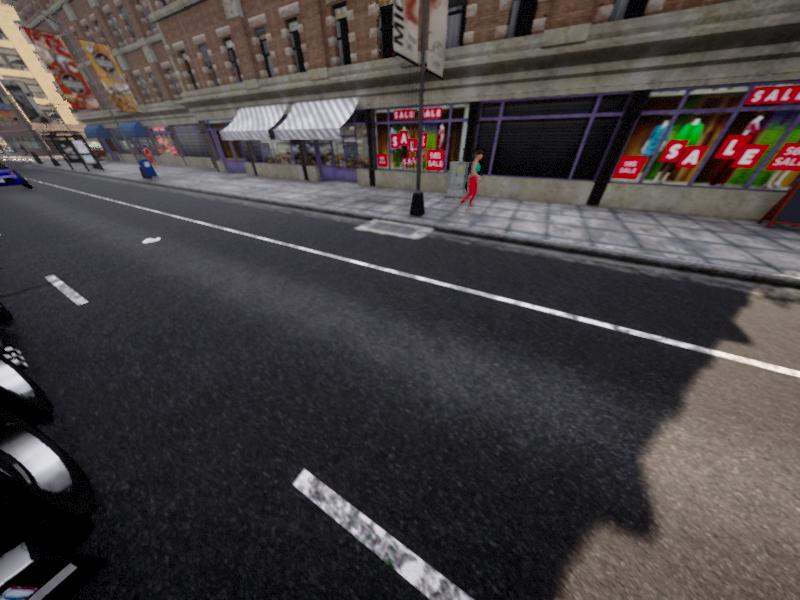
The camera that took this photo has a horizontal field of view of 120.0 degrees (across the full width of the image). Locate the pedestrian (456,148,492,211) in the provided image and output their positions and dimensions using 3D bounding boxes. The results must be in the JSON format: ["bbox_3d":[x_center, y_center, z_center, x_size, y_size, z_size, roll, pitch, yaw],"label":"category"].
[{"bbox_3d":[2.595,-4.251,8.160,0.751,1.860,0.751,16,38,23],"label":"pedestrian"}]

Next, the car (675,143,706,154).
[{"bbox_3d":[52.149,-27.340,41.589,1.851,1.617,3.988,17,38,23],"label":"car"}]

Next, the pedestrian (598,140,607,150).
[{"bbox_3d":[46.467,-35.685,53.035,0.751,1.860,0.751,15,38,21],"label":"pedestrian"}]

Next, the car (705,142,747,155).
[{"bbox_3d":[54.184,-25.322,38.574,1.930,1.638,5.238,17,38,23],"label":"car"}]

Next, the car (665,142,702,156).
[{"bbox_3d":[45.328,-24.364,37.129,2.097,1.767,4.553,17,38,23],"label":"car"}]

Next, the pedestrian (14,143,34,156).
[{"bbox_3d":[-66.245,-26.511,40.695,0.751,1.860,0.751,6,35,9],"label":"pedestrian"}]

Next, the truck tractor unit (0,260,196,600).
[{"bbox_3d":[-5.102,-0.310,0.788,6.516,4.208,3.053,19,39,24],"label":"truck tractor unit"}]

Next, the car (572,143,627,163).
[{"bbox_3d":[23.546,-17.606,27.575,4.553,1.767,2.097,19,39,25],"label":"car"}]

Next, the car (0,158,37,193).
[{"bbox_3d":[-23.476,-7.179,13.215,4.193,1.474,1.816,17,38,23],"label":"car"}]

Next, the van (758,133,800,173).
[{"bbox_3d":[33.445,-11.906,18.649,1.988,2.561,5.915,17,38,23],"label":"van"}]

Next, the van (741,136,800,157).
[{"bbox_3d":[55.689,-23.017,34.552,2.351,2.431,6.366,17,38,23],"label":"van"}]

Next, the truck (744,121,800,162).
[{"bbox_3d":[47.470,-19.001,27.622,2.891,3.827,8.468,17,38,23],"label":"truck"}]

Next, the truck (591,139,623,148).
[{"bbox_3d":[61.405,-46.629,68.756,2.390,2.098,6.274,-23,41,-29],"label":"truck"}]

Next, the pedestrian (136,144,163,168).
[{"bbox_3d":[-23.152,-13.285,21.347,0.751,1.860,0.751,14,37,20],"label":"pedestrian"}]
